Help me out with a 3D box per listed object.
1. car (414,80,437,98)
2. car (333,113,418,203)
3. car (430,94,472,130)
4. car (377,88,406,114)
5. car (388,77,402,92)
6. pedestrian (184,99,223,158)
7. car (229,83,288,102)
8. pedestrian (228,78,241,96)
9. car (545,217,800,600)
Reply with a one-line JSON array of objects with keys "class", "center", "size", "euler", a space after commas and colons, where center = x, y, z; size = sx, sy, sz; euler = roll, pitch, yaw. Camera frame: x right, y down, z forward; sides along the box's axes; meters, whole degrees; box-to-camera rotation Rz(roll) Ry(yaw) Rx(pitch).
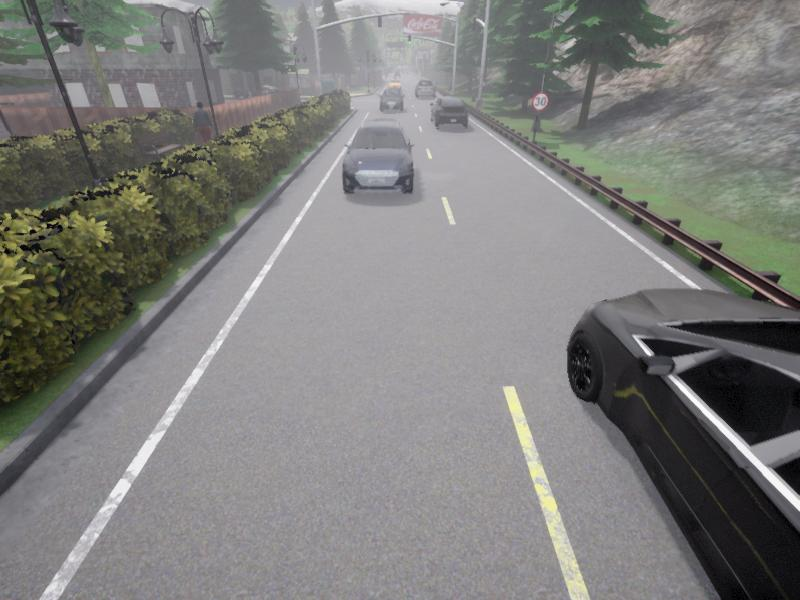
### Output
[{"class": "car", "center": [2.846, -24.189, 45.757], "size": [2.242, 1.667, 4.611], "euler": [0, 30, 0]}, {"class": "car", "center": [-0.582, -4.435, 11.987], "size": [2.033, 1.649, 4.856], "euler": [0, 30, 0]}, {"class": "car", "center": [2.891, -11.159, 23.624], "size": [1.837, 1.490, 4.892], "euler": [0, 30, 0]}, {"class": "car", "center": [-0.623, -15.681, 31.357], "size": [2.128, 1.511, 4.902], "euler": [0, 30, 0]}, {"class": "car", "center": [-0.673, -30.154, 55.930], "size": [1.801, 1.575, 5.366], "euler": [0, 30, 0]}, {"class": "pedestrian", "center": [-6.989, -6.128, 14.316], "size": [0.751, 1.860, 0.751], "euler": [-6, 31, -10]}, {"class": "car", "center": [-14.632, -21.589, 41.678], "size": [5.238, 1.638, 1.930], "euler": [2, 30, 2]}, {"class": "pedestrian", "center": [-19.627, -25.292, 47.460], "size": [0.751, 1.860, 0.751], "euler": [13, 33, 21]}, {"class": "car", "center": [2.932, 1.032, 2.582], "size": [2.242, 1.667, 4.611], "euler": [0, 30, 0]}]
